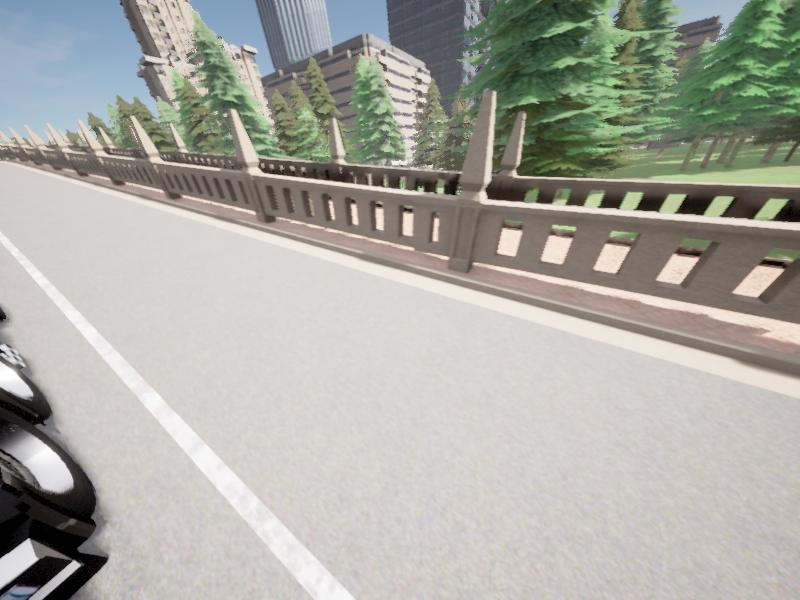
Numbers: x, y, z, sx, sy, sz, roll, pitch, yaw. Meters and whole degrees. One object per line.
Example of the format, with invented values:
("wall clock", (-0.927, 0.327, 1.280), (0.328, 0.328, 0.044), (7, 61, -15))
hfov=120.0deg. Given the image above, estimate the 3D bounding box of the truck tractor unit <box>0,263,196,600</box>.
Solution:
("truck tractor unit", (-5.094, -0.321, 0.770), (6.516, 4.208, 3.053), (19, 39, 24))
